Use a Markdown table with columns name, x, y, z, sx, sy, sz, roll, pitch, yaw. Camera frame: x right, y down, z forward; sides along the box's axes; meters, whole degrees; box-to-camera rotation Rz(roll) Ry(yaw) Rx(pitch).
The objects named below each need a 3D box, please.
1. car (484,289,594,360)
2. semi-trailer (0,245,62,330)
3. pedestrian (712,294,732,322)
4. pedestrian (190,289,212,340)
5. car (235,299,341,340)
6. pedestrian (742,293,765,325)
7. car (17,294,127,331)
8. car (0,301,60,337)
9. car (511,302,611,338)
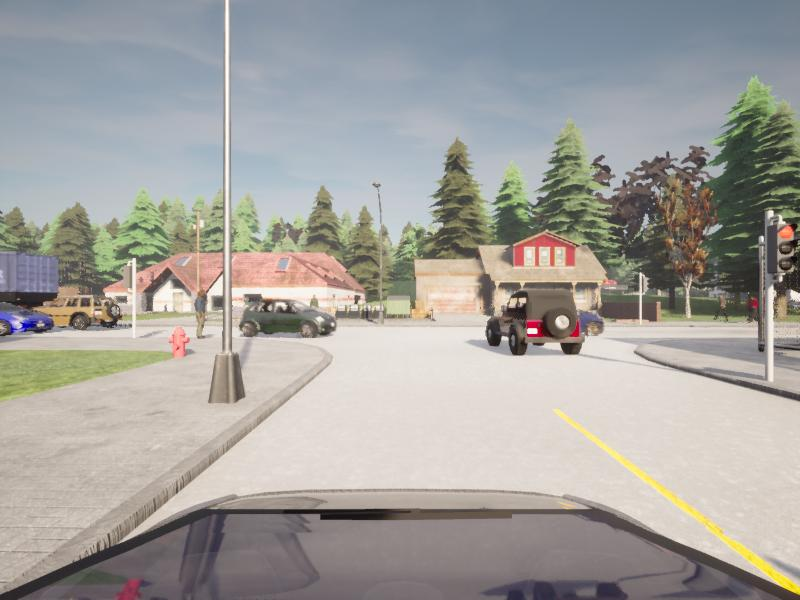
| name | x | y | z | sx | sy | sz | roll | pitch | yaw |
| --- | --- | --- | --- | --- | --- | --- | --- | --- | --- |
| car | 4.093 | 0.646 | 12.521 | 1.905 | 1.878 | 3.866 | 0 | 0 | -4 |
| semi-trailer | -27.014 | -0.620 | 22.303 | 14.254 | 4.402 | 2.717 | 0 | 0 | 2 |
| pedestrian | 21.248 | 0.533 | 26.401 | 0.751 | 1.860 | 0.751 | 0 | 0 | 2 |
| pedestrian | -7.594 | 0.534 | 15.250 | 0.751 | 1.860 | 0.751 | 0 | 0 | -28 |
| car | -4.757 | 0.788 | 17.183 | 3.988 | 1.617 | 1.851 | 0 | 0 | 12 |
| pedestrian | 21.422 | 0.533 | 24.229 | 0.751 | 1.860 | 0.751 | 0 | 0 | 3 |
| car | -17.518 | 0.651 | 21.459 | 4.605 | 1.855 | 1.932 | 0 | 0 | 8 |
| car | -18.470 | 0.828 | 18.116 | 4.514 | 1.525 | 2.007 | 0 | 0 | 1 |
| car | 6.952 | 0.826 | 17.556 | 3.633 | 1.501 | 1.845 | 0 | 0 | 1 |
